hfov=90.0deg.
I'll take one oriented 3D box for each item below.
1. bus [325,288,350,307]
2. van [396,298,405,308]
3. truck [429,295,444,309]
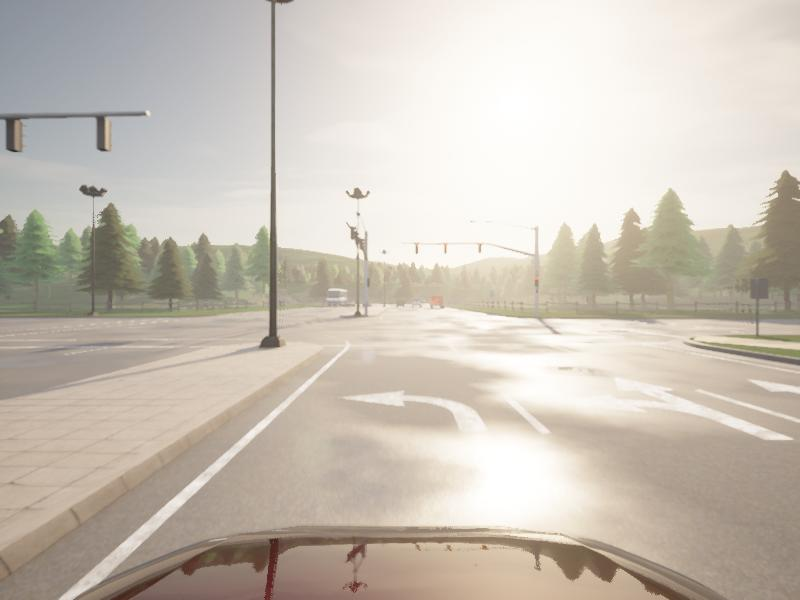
[{"bbox_3d":[-14.554,-0.521,93.607,3.944,4.253,10.273,0,0,1],"label":"bus"},{"bbox_3d":[0.177,0.614,87.710,1.775,1.987,4.442,0,0,1],"label":"van"},{"bbox_3d":[6.997,0.369,77.147,2.627,2.467,5.204,0,0,1],"label":"truck"}]
